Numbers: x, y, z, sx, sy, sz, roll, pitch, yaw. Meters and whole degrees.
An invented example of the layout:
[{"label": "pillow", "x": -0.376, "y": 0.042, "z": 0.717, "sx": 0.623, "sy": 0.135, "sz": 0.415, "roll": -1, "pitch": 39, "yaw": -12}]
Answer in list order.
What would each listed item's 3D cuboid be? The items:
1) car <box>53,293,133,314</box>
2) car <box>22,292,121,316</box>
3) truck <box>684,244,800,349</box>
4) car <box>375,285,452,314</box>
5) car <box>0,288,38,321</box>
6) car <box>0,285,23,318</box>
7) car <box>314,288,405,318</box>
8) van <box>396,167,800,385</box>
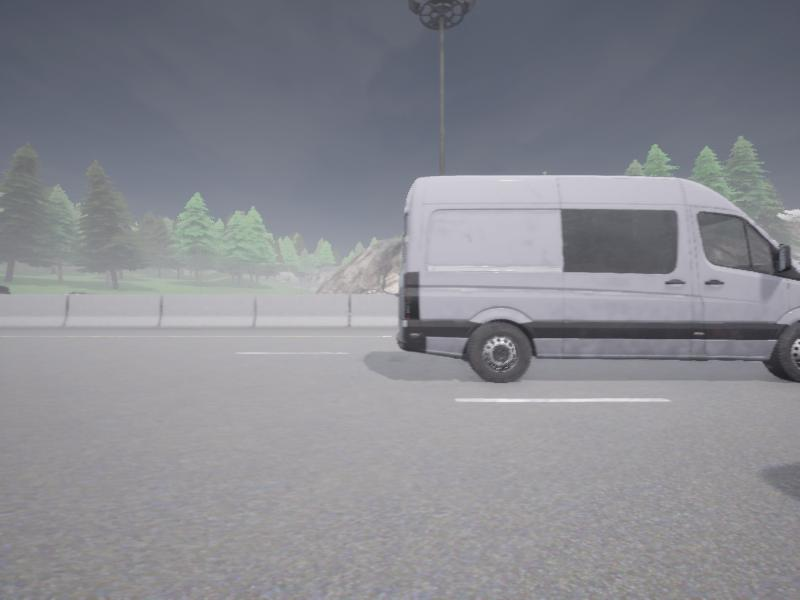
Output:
[{"label": "car", "x": -23.073, "y": 0.242, "z": 30.201, "sx": 4.514, "sy": 1.525, "sz": 2.007, "roll": 0, "pitch": 0, "yaw": 0}, {"label": "car", "x": -21.797, "y": 0.242, "z": 26.701, "sx": 4.974, "sy": 1.542, "sz": 2.038, "roll": 0, "pitch": 0, "yaw": 0}, {"label": "truck", "x": 10.521, "y": -0.063, "z": 9.200, "sx": 6.274, "sy": 2.098, "sz": 2.390, "roll": 0, "pitch": 0, "yaw": 0}, {"label": "car", "x": 0.953, "y": -0.037, "z": 30.209, "sx": 5.566, "sy": 2.045, "sz": 2.150, "roll": -1, "pitch": 0, "yaw": -1}, {"label": "car", "x": -21.314, "y": 0.214, "z": 19.700, "sx": 5.366, "sy": 1.575, "sz": 1.801, "roll": 0, "pitch": 0, "yaw": 0}, {"label": "car", "x": -24.716, "y": 0.061, "z": 23.202, "sx": 3.866, "sy": 1.878, "sz": 1.905, "roll": 0, "pitch": 0, "yaw": 0}, {"label": "car", "x": -2.232, "y": 0.182, "z": 23.199, "sx": 5.027, "sy": 1.651, "sz": 2.152, "roll": 0, "pitch": 0, "yaw": 0}, {"label": "van", "x": 2.910, "y": -0.279, "z": 5.698, "sx": 5.915, "sy": 2.561, "sz": 1.988, "roll": 0, "pitch": 0, "yaw": 0}]
